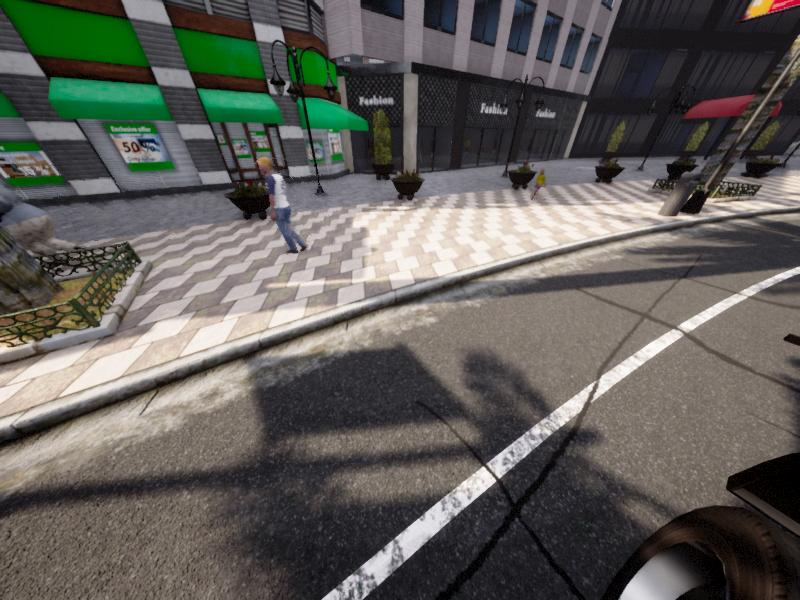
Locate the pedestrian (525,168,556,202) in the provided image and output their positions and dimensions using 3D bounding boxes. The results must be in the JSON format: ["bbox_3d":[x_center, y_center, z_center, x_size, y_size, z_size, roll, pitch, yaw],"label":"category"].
[{"bbox_3d":[5.378,-4.416,8.876,0.500,1.100,0.500,-14,38,-19],"label":"pedestrian"}]

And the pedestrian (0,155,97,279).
[{"bbox_3d":[-6.713,-1.438,4.077,0.751,1.860,0.751,-22,40,-27],"label":"pedestrian"}]

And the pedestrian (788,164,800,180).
[{"bbox_3d":[23.142,-7.746,12.813,0.751,1.860,0.751,-27,43,-32],"label":"pedestrian"}]

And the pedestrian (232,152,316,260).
[{"bbox_3d":[-2.337,-1.804,4.566,0.751,1.860,0.751,0,35,0],"label":"pedestrian"}]
